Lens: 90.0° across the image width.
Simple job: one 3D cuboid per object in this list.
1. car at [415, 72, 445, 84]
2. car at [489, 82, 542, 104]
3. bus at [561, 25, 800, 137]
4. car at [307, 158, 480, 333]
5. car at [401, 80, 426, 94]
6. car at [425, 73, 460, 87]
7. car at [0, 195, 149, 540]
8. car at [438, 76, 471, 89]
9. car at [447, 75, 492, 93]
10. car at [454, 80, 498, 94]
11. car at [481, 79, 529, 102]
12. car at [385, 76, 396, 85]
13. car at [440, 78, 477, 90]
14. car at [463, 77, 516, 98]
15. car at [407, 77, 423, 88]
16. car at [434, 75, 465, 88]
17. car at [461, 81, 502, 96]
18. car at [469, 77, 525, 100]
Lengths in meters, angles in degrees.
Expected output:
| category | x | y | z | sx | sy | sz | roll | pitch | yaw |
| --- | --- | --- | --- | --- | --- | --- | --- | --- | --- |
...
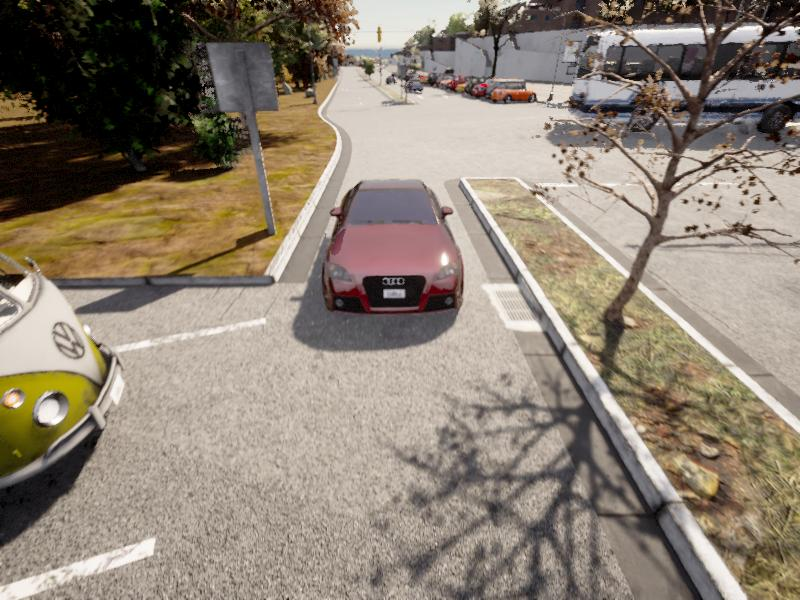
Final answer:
| category | x | y | z | sx | sy | sz | roll | pitch | yaw |
| --- | --- | --- | --- | --- | --- | --- | --- | --- | --- |
| car | 6.034 | -44.750 | 80.739 | 5.566 | 2.045 | 2.435 | -14 | 33 | -23 |
| car | 11.409 | -20.521 | 39.600 | 4.553 | 1.767 | 2.185 | -13 | 33 | -22 |
| bus | 13.892 | -10.515 | 19.196 | 10.273 | 4.253 | 3.944 | 3 | 34 | 7 |
| car | -0.138 | -1.243 | 6.755 | 1.994 | 1.385 | 4.181 | -1 | 30 | -2 |
| car | 1.782 | -29.652 | 55.554 | 2.033 | 1.411 | 5.357 | -7 | 31 | -12 |
| car | 7.453 | -38.783 | 70.460 | 5.566 | 2.045 | 2.435 | -14 | 33 | -23 |
| car | -4.700 | 0.751 | 2.755 | 4.442 | 1.987 | 1.878 | -11 | 32 | -17 |
| car | 8.492 | -34.157 | 62.794 | 4.553 | 1.767 | 2.185 | -14 | 33 | -23 |
| car | 9.516 | -29.739 | 55.022 | 5.566 | 2.045 | 2.435 | -14 | 33 | -23 |
| car | 9.996 | -28.046 | 52.636 | 5.366 | 1.575 | 1.946 | -14 | 33 | -23 |
| car | 11.040 | -22.107 | 42.096 | 4.442 | 1.987 | 1.878 | -13 | 34 | -23 |
| car | -1.909 | -43.787 | 79.690 | 1.816 | 1.474 | 4.193 | -4 | 30 | -6 |
| car | 8.811 | -32.533 | 60.277 | 4.892 | 1.521 | 2.231 | -14 | 34 | -23 |
| car | 10.526 | -25.198 | 47.301 | 5.566 | 2.045 | 2.435 | -14 | 33 | -23 |
| car | 2.514 | -37.647 | 69.097 | 2.163 | 1.488 | 4.792 | -4 | 30 | -6 |
| car | 8.087 | -35.653 | 65.347 | 4.553 | 1.767 | 2.185 | -14 | 33 | -23 |
| car | 10.162 | -26.455 | 50.012 | 4.674 | 1.452 | 2.002 | -14 | 33 | -23 |
| car | 10.805 | -23.664 | 44.694 | 5.566 | 2.045 | 2.435 | -13 | 34 | -23 |
